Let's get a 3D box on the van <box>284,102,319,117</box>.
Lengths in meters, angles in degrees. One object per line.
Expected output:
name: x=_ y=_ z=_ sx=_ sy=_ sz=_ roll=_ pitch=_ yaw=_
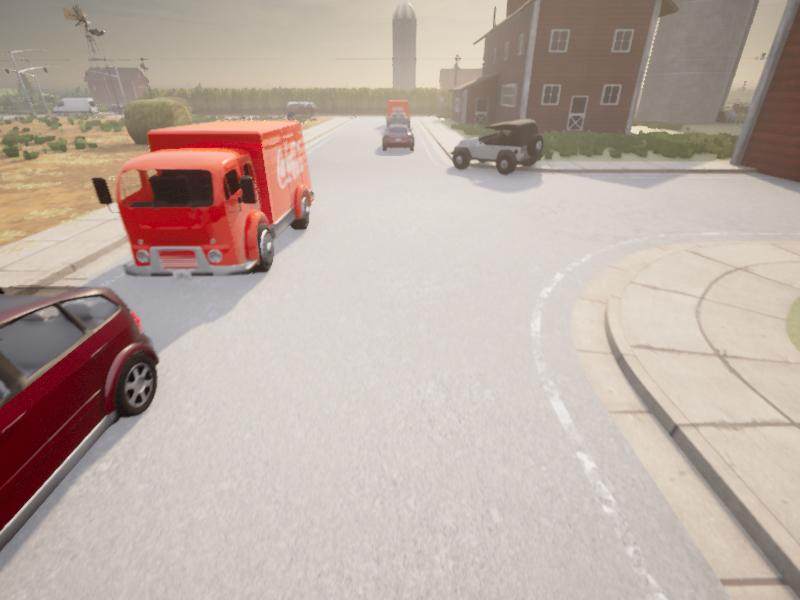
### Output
van: x=-14.573 y=-28.378 z=59.580 sx=4.480 sy=2.038 sz=2.069 roll=0 pitch=27 yaw=1

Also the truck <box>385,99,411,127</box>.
truck: x=-0.179 y=-20.279 z=43.326 sx=2.627 sy=2.467 sz=5.204 roll=0 pitch=28 yaw=0

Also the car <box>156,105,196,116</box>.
car: x=-35.262 y=-29.855 z=63.035 sx=4.974 sy=1.542 sz=2.038 roll=0 pitch=27 yaw=1

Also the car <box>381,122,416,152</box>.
car: x=-0.102 y=-10.277 z=25.076 sx=1.994 sy=1.385 sz=4.181 roll=0 pitch=27 yaw=0

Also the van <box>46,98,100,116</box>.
van: x=-51.087 y=-30.201 z=62.641 sx=5.915 sy=2.561 sz=1.988 roll=-3 pitch=27 yaw=-6

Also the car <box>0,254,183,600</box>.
car: x=-3.519 y=1.064 z=2.857 sx=1.789 sy=1.549 sz=3.705 roll=0 pitch=27 yaw=0

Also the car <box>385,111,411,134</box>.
car: x=-0.143 y=-15.930 z=35.780 sx=2.152 sy=1.651 sz=5.027 roll=0 pitch=27 yaw=0

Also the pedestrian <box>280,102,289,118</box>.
pedestrian: x=-15.633 y=-25.672 z=54.088 sx=0.751 sy=1.860 sz=0.751 roll=5 pitch=28 yaw=9

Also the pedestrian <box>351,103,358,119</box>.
pedestrian: x=-6.225 y=-25.985 z=55.008 sx=0.751 sy=1.860 sz=0.751 roll=-8 pitch=28 yaw=-16

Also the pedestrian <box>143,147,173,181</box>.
pedestrian: x=-8.943 y=-5.034 z=14.818 sx=0.500 sy=1.100 sz=0.500 roll=6 pitch=28 yaw=11

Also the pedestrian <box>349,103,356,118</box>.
pedestrian: x=-6.607 y=-26.210 z=55.454 sx=0.751 sy=1.860 sz=0.751 roll=-10 pitch=29 yaw=-19

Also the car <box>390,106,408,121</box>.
car: x=-0.061 y=-24.423 z=52.374 sx=2.038 sy=1.542 sz=4.974 roll=1 pitch=27 yaw=3

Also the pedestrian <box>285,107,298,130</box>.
pedestrian: x=-9.637 y=-16.090 z=35.461 sx=0.751 sy=1.860 sz=0.751 roll=0 pitch=27 yaw=1

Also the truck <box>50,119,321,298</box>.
truck: x=-3.542 y=-2.325 z=8.435 sx=2.627 sy=2.467 sz=5.204 roll=0 pitch=27 yaw=0

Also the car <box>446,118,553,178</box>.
car: x=4.091 y=-6.541 z=16.898 sx=1.905 sy=1.878 sz=3.866 roll=-29 pitch=36 yaw=-34
